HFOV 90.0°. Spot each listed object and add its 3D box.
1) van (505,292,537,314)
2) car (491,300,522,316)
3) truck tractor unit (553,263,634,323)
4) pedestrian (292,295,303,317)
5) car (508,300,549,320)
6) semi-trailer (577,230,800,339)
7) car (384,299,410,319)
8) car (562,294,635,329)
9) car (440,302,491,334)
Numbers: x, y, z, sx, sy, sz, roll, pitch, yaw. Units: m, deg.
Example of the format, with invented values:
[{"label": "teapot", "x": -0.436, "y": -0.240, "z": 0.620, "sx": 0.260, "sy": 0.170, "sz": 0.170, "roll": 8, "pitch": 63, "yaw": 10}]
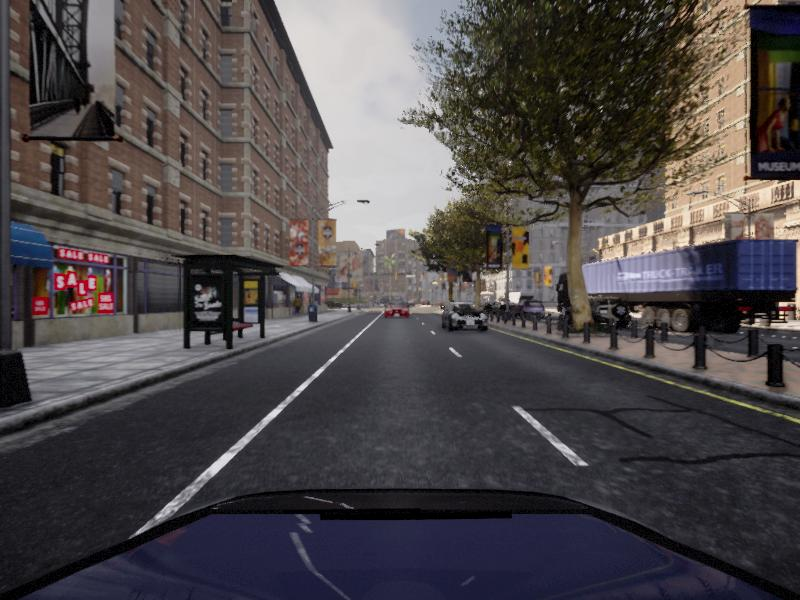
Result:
[{"label": "van", "x": 14.616, "y": 0.343, "z": 48.723, "sx": 1.988, "sy": 2.561, "sz": 5.915, "roll": 0, "pitch": 0, "yaw": 0}, {"label": "car", "x": 11.167, "y": 0.789, "z": 42.296, "sx": 1.930, "sy": 1.638, "sz": 5.238, "roll": 0, "pitch": 0, "yaw": 0}, {"label": "truck tractor unit", "x": 14.755, "y": -0.512, "z": 31.188, "sx": 3.053, "sy": 4.208, "sz": 6.516, "roll": 0, "pitch": 0, "yaw": -1}, {"label": "pedestrian", "x": -8.547, "y": 0.500, "z": 33.456, "sx": 0.751, "sy": 1.860, "sz": 0.751, "roll": 0, "pitch": 0, "yaw": -5}, {"label": "car", "x": 11.228, "y": 0.793, "z": 35.249, "sx": 2.033, "sy": 1.649, "sz": 4.856, "roll": 0, "pitch": 0, "yaw": 0}, {"label": "semi-trailer", "x": 14.831, "y": -0.610, "z": 23.270, "sx": 2.717, "sy": 4.402, "sz": 14.254, "roll": 0, "pitch": 0, "yaw": 0}, {"label": "car", "x": -0.281, "y": 0.772, "z": 36.047, "sx": 2.242, "sy": 1.667, "sz": 4.611, "roll": 0, "pitch": 0, "yaw": -1}, {"label": "car", "x": 11.331, "y": 0.656, "z": 23.273, "sx": 1.932, "sy": 1.855, "sz": 4.605, "roll": 0, "pitch": -1, "yaw": 0}, {"label": "car", "x": 3.271, "y": 0.862, "z": 20.770, "sx": 1.970, "sy": 1.475, "sz": 3.806, "roll": 0, "pitch": 0, "yaw": -1}]
